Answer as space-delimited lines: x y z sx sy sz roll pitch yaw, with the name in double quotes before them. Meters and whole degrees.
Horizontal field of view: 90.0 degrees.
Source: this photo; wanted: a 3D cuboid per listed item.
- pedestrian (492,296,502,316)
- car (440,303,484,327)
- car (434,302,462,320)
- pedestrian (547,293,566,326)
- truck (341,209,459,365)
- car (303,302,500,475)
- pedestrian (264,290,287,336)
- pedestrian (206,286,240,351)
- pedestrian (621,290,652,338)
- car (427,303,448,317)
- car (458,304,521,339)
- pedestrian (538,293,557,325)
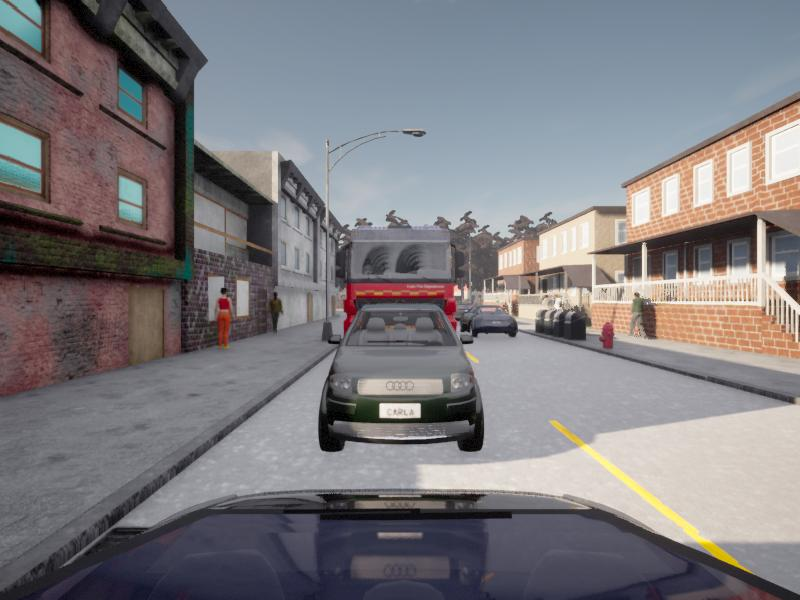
"pedestrian" 9.203 0.533 38.029 0.751 1.860 0.751 0 0 1
"car" 3.970 0.895 26.452 2.033 1.411 5.357 0 0 0
"car" 3.915 0.870 33.546 1.812 1.442 4.674 0 0 0
"pedestrian" 8.872 0.533 22.689 0.751 1.860 0.751 0 0 -11
"truck" -0.010 -0.321 14.022 2.891 3.827 8.468 0 0 0
"car" 0.007 0.815 5.489 1.789 1.549 3.705 0 0 0
"pedestrian" -5.239 0.533 16.830 0.751 1.860 0.751 0 0 -2
"pedestrian" -5.257 0.533 11.924 0.751 1.860 0.751 0 0 -8
"pedestrian" 9.238 0.533 15.658 0.751 1.860 0.751 0 0 0
"car" 3.709 0.944 40.026 1.895 1.301 4.718 0 0 3
"car" 3.987 0.907 18.568 1.994 1.385 4.181 0 0 0
"pedestrian" 8.636 0.533 23.468 0.751 1.860 0.751 0 0 -8
